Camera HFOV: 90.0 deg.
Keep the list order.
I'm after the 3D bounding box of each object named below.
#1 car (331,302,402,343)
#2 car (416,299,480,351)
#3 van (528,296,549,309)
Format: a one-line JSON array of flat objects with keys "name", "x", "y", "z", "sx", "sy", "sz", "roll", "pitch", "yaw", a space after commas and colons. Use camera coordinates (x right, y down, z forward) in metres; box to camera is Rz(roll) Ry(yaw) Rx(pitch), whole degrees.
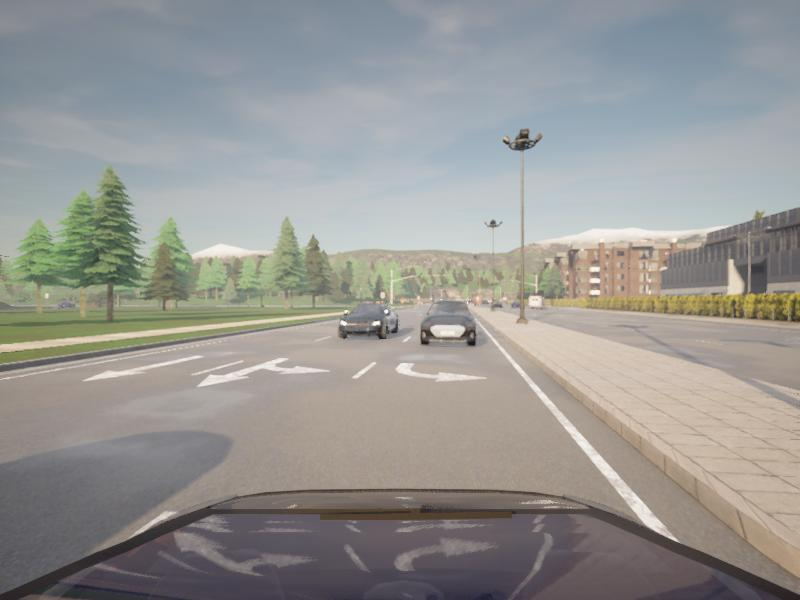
[{"name": "car", "x": -1.287, "y": 0.848, "z": 17.710, "sx": 2.038, "sy": 1.542, "sz": 4.974, "roll": 0, "pitch": 0, "yaw": 9}, {"name": "car", "x": 1.894, "y": 0.796, "z": 15.311, "sx": 2.033, "sy": 1.649, "sz": 4.856, "roll": 0, "pitch": 0, "yaw": 8}, {"name": "van", "x": 27.440, "y": 0.467, "z": 78.942, "sx": 2.351, "sy": 2.431, "sz": 6.366, "roll": 0, "pitch": 0, "yaw": 34}]
